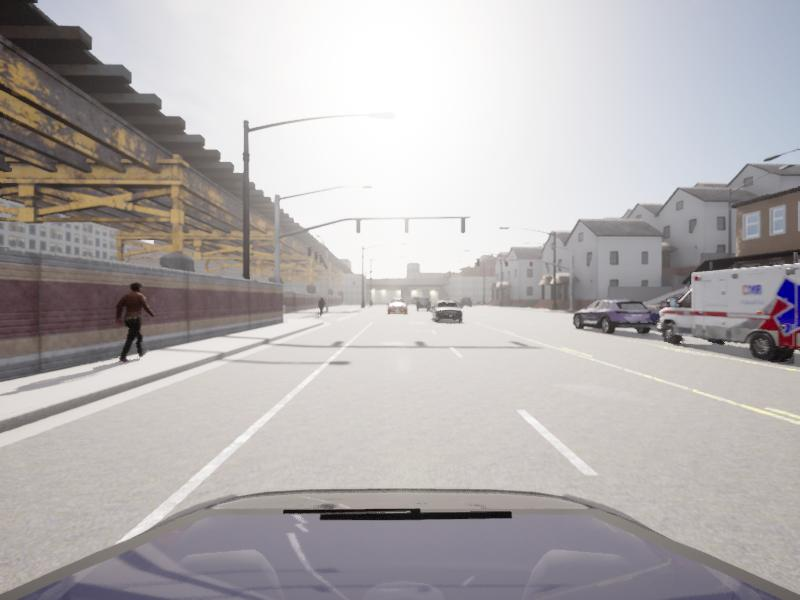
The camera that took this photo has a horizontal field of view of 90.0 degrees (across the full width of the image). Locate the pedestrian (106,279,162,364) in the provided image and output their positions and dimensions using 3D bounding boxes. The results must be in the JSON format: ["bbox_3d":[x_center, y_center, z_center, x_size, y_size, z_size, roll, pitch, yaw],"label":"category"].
[{"bbox_3d":[-6.051,0.470,9.128,0.751,1.860,0.751,0,0,6],"label":"pedestrian"}]

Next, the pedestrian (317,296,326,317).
[{"bbox_3d":[-7.156,0.583,36.535,0.751,1.860,0.751,0,0,0],"label":"pedestrian"}]

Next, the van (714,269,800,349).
[{"bbox_3d":[13.906,0.299,13.493,1.988,2.561,5.915,0,-1,0],"label":"van"}]

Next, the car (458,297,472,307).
[{"bbox_3d":[13.514,0.451,83.418,2.150,2.045,5.566,0,0,0],"label":"car"}]

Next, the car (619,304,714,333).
[{"bbox_3d":[13.770,0.913,21.095,1.895,1.301,4.718,0,0,1],"label":"car"}]

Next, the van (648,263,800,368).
[{"bbox_3d":[10.428,0.360,11.729,2.351,2.431,6.366,0,0,0],"label":"van"}]

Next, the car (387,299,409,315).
[{"bbox_3d":[-0.256,0.692,43.320,2.242,1.667,4.611,0,0,0],"label":"car"}]

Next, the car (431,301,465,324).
[{"bbox_3d":[3.329,0.801,28.723,1.837,1.490,4.892,0,0,0],"label":"car"}]

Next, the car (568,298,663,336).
[{"bbox_3d":[10.380,0.748,19.795,2.033,1.649,4.856,0,0,0],"label":"car"}]

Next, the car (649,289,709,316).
[{"bbox_3d":[28.078,0.217,40.376,4.514,1.525,2.007,-15,0,-1],"label":"car"}]

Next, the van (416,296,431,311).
[{"bbox_3d":[3.178,0.518,54.989,1.775,1.987,4.442,0,0,0],"label":"van"}]
